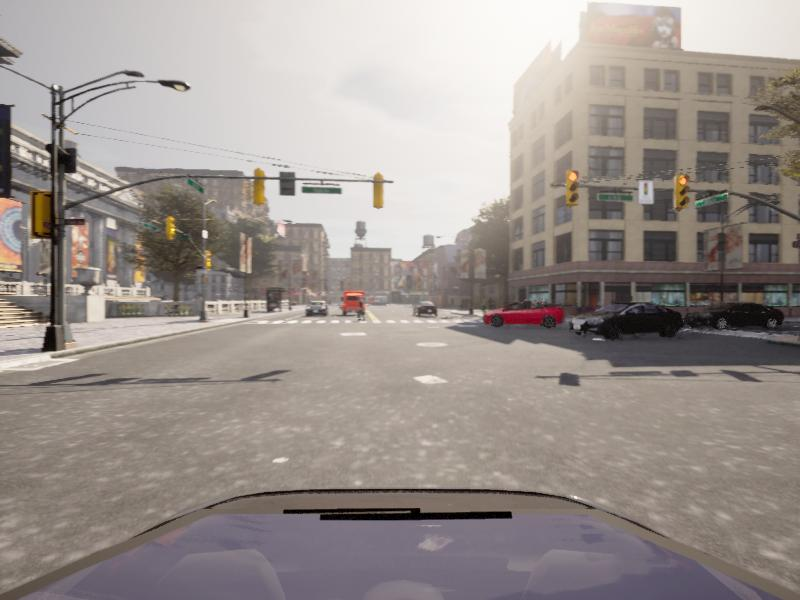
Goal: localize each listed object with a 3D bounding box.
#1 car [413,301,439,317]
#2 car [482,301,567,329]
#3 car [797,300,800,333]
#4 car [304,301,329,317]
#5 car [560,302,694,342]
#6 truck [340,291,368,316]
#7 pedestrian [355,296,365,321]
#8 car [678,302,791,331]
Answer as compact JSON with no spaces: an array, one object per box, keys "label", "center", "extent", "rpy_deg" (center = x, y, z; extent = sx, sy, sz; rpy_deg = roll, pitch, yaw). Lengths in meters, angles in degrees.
[{"label":"car","center":[2.493,0.858,39.414],"extent":[1.812,1.442,4.674],"rpy_deg":[0,0,-6]},{"label":"car","center":[7.240,0.831,23.462],"extent":[4.514,1.525,2.007],"rpy_deg":[0,0,18]},{"label":"car","center":[21.593,0.816,18.955],"extent":[3.988,1.617,1.851],"rpy_deg":[0,0,-6]},{"label":"car","center":[-7.972,0.824,38.596],"extent":[1.970,1.475,3.806],"rpy_deg":[0,0,-6]},{"label":"car","center":[9.605,0.846,17.035],"extent":[4.902,1.511,2.128],"rpy_deg":[0,0,-16]},{"label":"truck","center":[-4.759,0.331,41.432],"extent":[2.627,2.467,5.204],"rpy_deg":[0,0,-6]},{"label":"pedestrian","center":[-2.918,0.620,29.395],"extent":[0.751,1.860,0.751],"rpy_deg":[0,0,-5]},{"label":"car","center":[18.522,0.868,22.248],"extent":[4.892,1.490,1.837],"rpy_deg":[1,0,-4]}]
